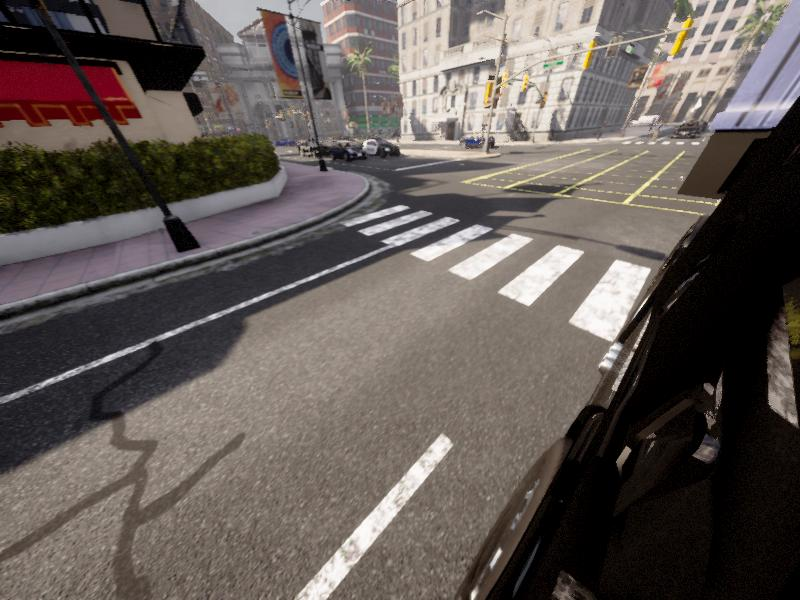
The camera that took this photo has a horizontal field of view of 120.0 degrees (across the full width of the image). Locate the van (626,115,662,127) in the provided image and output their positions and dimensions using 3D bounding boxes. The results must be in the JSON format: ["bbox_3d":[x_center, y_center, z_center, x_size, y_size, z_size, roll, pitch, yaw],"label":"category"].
[{"bbox_3d":[70.889,-52.146,67.208,2.351,2.431,6.366,-29,44,-31],"label":"van"}]

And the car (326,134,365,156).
[{"bbox_3d":[-6.208,-17.604,26.183,1.932,1.855,4.605,-30,44,-31],"label":"car"}]

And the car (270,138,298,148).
[{"bbox_3d":[-23.238,-31.524,46.374,4.674,1.442,1.812,6,37,11],"label":"car"}]

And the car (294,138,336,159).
[{"bbox_3d":[-9.218,-16.295,24.815,1.930,1.638,5.238,-30,44,-31],"label":"car"}]

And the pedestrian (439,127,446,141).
[{"bbox_3d":[7.202,-28.256,39.367,0.751,1.860,0.751,-28,43,-30],"label":"pedestrian"}]

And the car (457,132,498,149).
[{"bbox_3d":[8.789,-18.209,26.366,1.970,1.475,3.806,-30,44,-31],"label":"car"}]

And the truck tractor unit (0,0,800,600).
[{"bbox_3d":[2.645,-0.295,0.351,6.516,4.208,3.053,-28,44,-30],"label":"truck tractor unit"}]

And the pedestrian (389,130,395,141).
[{"bbox_3d":[-1.668,-33.449,46.927,0.751,1.860,0.751,21,43,28],"label":"pedestrian"}]

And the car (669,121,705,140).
[{"bbox_3d":[32.419,-19.147,26.088,4.892,1.490,1.837,-30,44,-32],"label":"car"}]

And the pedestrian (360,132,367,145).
[{"bbox_3d":[-6.775,-29.703,42.472,0.751,1.860,0.751,27,46,34],"label":"pedestrian"}]

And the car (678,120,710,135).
[{"bbox_3d":[40.830,-23.920,32.050,5.357,1.411,2.033,-30,44,-31],"label":"car"}]

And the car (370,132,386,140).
[{"bbox_3d":[-5.828,-43.870,61.789,3.988,1.617,1.851,-29,44,-31],"label":"car"}]

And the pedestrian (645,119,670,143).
[{"bbox_3d":[25.373,-16.615,22.788,0.751,1.860,0.751,-23,41,-25],"label":"pedestrian"}]

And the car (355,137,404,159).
[{"bbox_3d":[-2.030,-14.818,22.457,2.038,1.542,4.974,-30,44,-31],"label":"car"}]

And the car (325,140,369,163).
[{"bbox_3d":[-4.747,-13.399,20.769,1.970,1.475,3.806,-30,44,-31],"label":"car"}]

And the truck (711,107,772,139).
[{"bbox_3d":[36.267,-18.927,24.740,5.204,2.467,2.627,-29,44,-32],"label":"truck"}]

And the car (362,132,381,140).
[{"bbox_3d":[-7.823,-45.567,64.148,4.974,1.542,2.038,-29,44,-31],"label":"car"}]

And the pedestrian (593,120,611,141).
[{"bbox_3d":[22.371,-18.723,25.563,0.751,1.860,0.751,-31,45,-33],"label":"pedestrian"}]

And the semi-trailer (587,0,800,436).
[{"bbox_3d":[9.590,-2.771,3.062,14.254,4.402,2.717,-16,38,-17],"label":"semi-trailer"}]
